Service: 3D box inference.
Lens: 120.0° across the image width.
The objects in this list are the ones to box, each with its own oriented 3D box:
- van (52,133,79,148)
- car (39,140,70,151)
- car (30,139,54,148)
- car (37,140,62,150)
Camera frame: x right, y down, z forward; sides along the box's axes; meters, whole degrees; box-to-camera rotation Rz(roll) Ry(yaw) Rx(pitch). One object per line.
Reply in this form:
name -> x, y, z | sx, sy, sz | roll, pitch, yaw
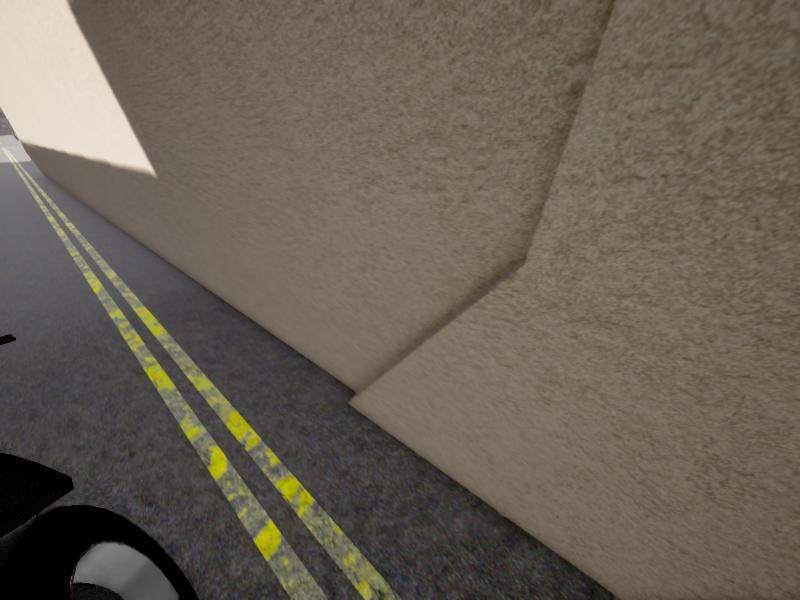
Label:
van -> -75.327, -35.945, 52.041 | 5.915, 2.561, 1.988 | 22, 41, 28
car -> -61.603, -27.589, 41.186 | 4.514, 1.525, 2.007 | 20, 40, 26
car -> -78.948, -34.544, 50.914 | 4.902, 1.511, 2.128 | 22, 41, 28
car -> -67.304, -29.802, 44.304 | 4.892, 1.490, 1.837 | 22, 41, 28
